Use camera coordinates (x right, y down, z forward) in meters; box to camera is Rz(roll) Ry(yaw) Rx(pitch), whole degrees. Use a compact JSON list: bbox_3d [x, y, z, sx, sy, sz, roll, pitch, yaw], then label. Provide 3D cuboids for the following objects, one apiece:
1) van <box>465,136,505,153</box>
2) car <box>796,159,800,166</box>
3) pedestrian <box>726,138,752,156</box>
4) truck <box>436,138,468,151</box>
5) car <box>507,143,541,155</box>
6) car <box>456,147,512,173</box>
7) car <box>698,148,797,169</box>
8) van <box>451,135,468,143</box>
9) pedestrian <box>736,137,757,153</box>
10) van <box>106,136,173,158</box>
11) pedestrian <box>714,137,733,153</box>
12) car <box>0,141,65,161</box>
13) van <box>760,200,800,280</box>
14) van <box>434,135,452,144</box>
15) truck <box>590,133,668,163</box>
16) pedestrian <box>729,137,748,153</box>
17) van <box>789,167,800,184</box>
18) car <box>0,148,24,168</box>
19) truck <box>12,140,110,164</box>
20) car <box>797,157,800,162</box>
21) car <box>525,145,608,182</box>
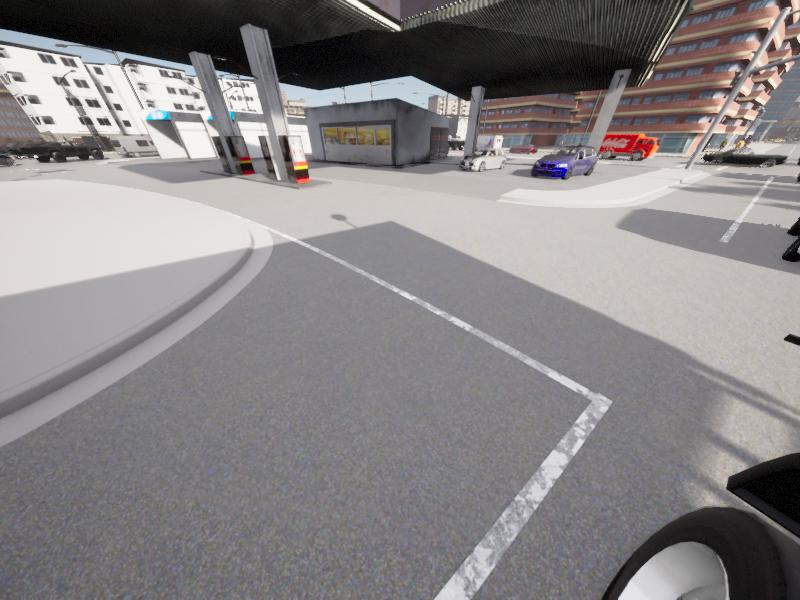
[{"bbox_3d":[15.344,-28.433,42.063,2.351,2.431,6.366,-23,41,-29],"label":"van"},{"bbox_3d":[37.820,-13.044,20.536,4.605,1.855,1.932,-22,41,-28],"label":"car"},{"bbox_3d":[41.419,-18.708,28.261,0.751,1.860,0.751,5,36,7],"label":"pedestrian"},{"bbox_3d":[10.498,-32.119,47.616,2.390,2.098,6.274,-23,41,-29],"label":"truck"},{"bbox_3d":[19.911,-24.393,37.215,1.994,1.385,4.181,-22,41,-28],"label":"car"},{"bbox_3d":[6.580,-11.062,18.197,3.806,1.475,1.970,-22,41,-28],"label":"car"},{"bbox_3d":[30.463,-12.588,20.447,1.895,1.301,4.718,-23,41,-28],"label":"car"},{"bbox_3d":[22.220,-59.961,85.986,6.366,2.431,2.351,-23,41,-27],"label":"van"},{"bbox_3d":[50.433,-22.555,33.659,0.751,1.860,0.751,23,41,30],"label":"pedestrian"},{"bbox_3d":[-38.061,-22.617,34.085,1.988,2.561,5.915,9,36,13],"label":"van"},{"bbox_3d":[46.869,-22.445,33.502,0.751,1.860,0.751,-21,40,-26],"label":"pedestrian"},{"bbox_3d":[-49.921,-19.849,30.668,2.150,2.045,5.566,5,35,8],"label":"car"},{"bbox_3d":[9.989,-1.785,4.573,4.480,2.038,2.069,-25,42,-26],"label":"van"},{"bbox_3d":[15.314,-57.045,82.153,6.366,2.431,2.351,-23,41,-27],"label":"van"},{"bbox_3d":[25.397,-17.131,25.865,2.627,2.467,5.204,-23,43,-29],"label":"truck"},{"bbox_3d":[50.372,-23.062,34.379,0.751,1.860,0.751,-26,43,-32],"label":"pedestrian"},{"bbox_3d":[24.601,-7.716,12.935,4.480,2.038,2.069,-21,40,-28],"label":"van"},{"bbox_3d":[-39.141,-13.250,21.671,1.845,1.501,3.633,-7,36,-10],"label":"car"},{"bbox_3d":[-39.689,-17.696,27.492,2.390,2.098,6.274,0,35,0],"label":"truck"},{"bbox_3d":[43.787,-15.478,23.944,4.605,1.855,1.932,-23,41,-27],"label":"car"},{"bbox_3d":[10.505,-8.752,14.610,4.611,1.667,2.242,-22,41,-28],"label":"car"}]
